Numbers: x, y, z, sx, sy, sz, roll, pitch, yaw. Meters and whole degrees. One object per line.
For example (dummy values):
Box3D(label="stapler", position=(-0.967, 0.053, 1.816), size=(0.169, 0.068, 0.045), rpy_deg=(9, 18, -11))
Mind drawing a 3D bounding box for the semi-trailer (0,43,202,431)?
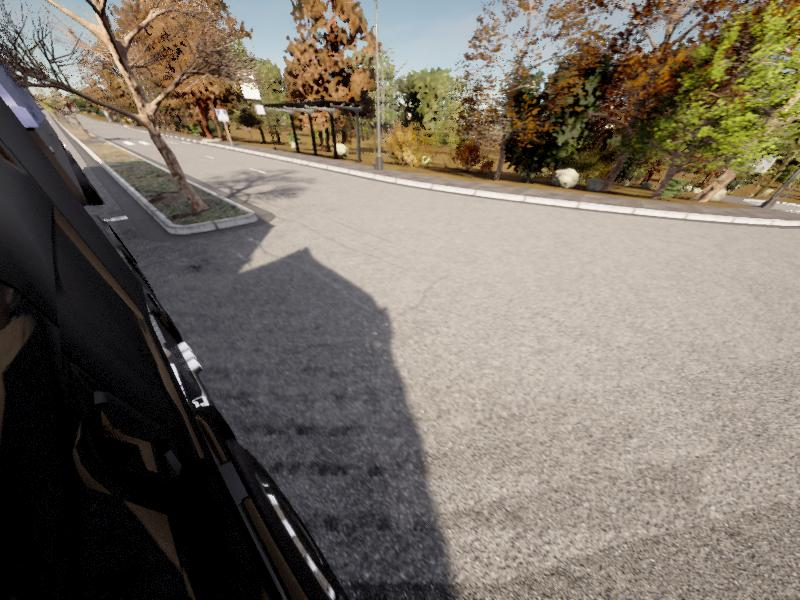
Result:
Box3D(label="semi-trailer", position=(-8.696, -3.601, 4.239), size=(14.254, 4.402, 2.717), rpy_deg=(28, 44, 30))

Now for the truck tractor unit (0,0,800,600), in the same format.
Box3D(label="truck tractor unit", position=(-2.645, -0.295, 0.352), size=(6.516, 4.208, 3.053), rpy_deg=(28, 44, 30))
